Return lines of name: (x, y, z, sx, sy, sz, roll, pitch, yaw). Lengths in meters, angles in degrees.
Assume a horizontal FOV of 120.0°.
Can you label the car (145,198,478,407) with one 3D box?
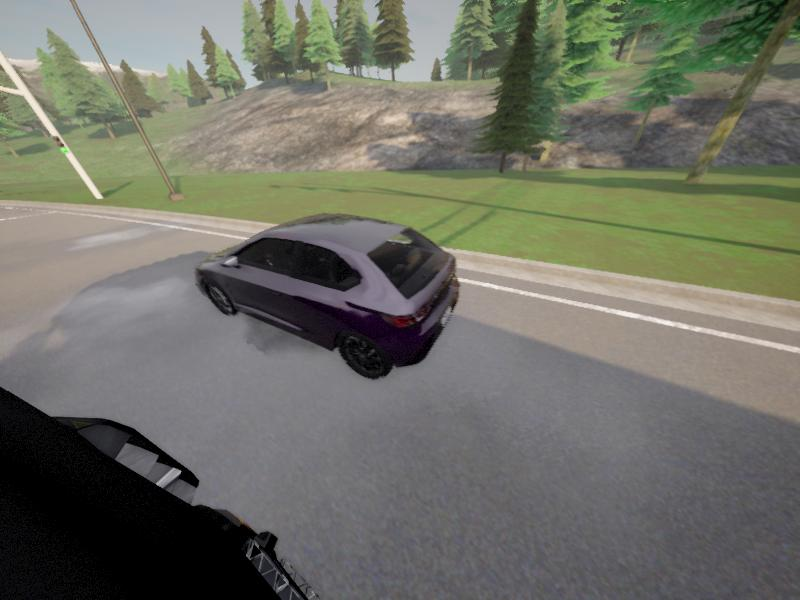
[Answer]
car: (-1.290, -0.474, 3.452, 4.193, 1.474, 1.816, 15, 37, 24)
